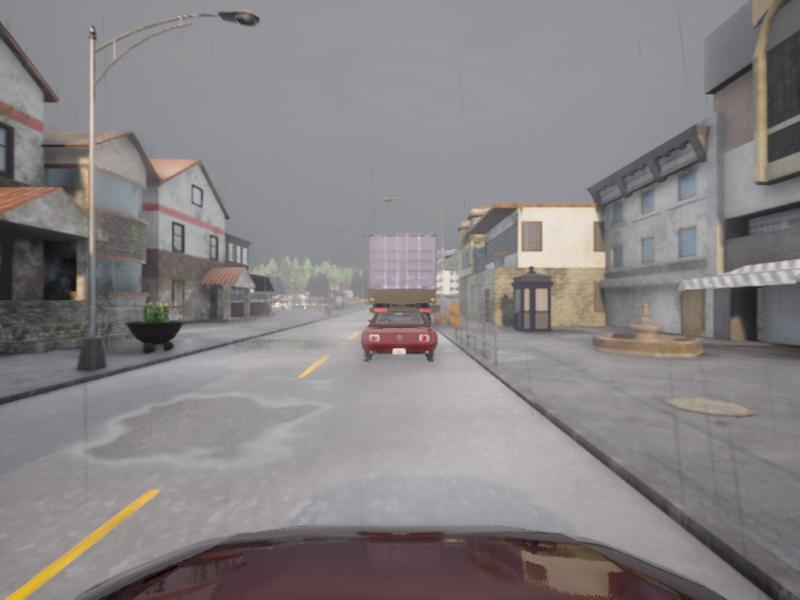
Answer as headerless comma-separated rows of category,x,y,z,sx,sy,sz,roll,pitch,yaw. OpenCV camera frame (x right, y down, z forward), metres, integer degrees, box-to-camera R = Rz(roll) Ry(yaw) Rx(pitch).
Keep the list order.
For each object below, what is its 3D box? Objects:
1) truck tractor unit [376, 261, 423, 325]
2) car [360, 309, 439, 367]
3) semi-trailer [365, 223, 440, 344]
truck tractor unit,-0.055,-0.488,29.660,3.053,4.208,6.516,0,0,0
car,-0.019,0.959,11.909,1.895,1.301,4.718,0,0,0
semi-trailer,0.023,-0.592,21.745,2.717,4.402,14.254,0,0,-1
